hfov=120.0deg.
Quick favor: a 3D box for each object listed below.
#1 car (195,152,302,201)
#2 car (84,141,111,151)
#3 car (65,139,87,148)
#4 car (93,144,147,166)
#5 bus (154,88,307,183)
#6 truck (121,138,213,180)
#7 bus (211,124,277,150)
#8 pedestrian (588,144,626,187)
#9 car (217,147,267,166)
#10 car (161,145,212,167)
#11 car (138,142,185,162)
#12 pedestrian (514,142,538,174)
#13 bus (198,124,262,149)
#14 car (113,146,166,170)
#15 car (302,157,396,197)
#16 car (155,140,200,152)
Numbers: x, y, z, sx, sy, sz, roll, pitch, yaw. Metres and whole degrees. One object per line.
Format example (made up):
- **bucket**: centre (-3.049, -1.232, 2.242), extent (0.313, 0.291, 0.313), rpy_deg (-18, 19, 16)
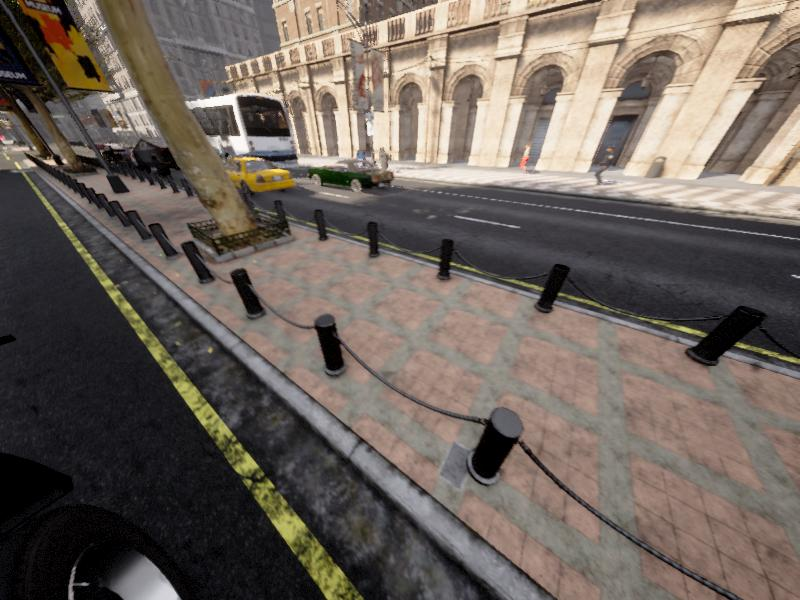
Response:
- **car**: centre (-7.389, -6.140, 11.187), extent (5.366, 1.575, 1.801), rpy_deg (22, 41, 28)
- **car**: centre (-54.265, -27.610, 41.444), extent (4.181, 1.385, 1.994), rpy_deg (22, 41, 28)
- **car**: centre (-72.971, -35.341, 52.020), extent (5.238, 1.638, 1.930), rpy_deg (22, 41, 28)
- **car**: centre (-27.350, -14.241, 22.576), extent (4.902, 1.511, 2.128), rpy_deg (22, 41, 28)
- **bus**: centre (-12.020, -11.487, 16.422), extent (10.273, 4.253, 3.944), rpy_deg (22, 41, 28)
- **truck**: centre (-16.162, -9.924, 16.035), extent (6.274, 2.098, 2.390), rpy_deg (22, 41, 28)
- **bus**: centre (-32.848, -34.829, 49.370), extent (3.944, 4.253, 10.273), rpy_deg (22, 41, 28)
- **pedestrian**: centre (10.644, -6.977, 11.978), extent (0.751, 1.860, 0.751), rpy_deg (19, 39, 24)
- **car**: centre (-15.466, -14.063, 22.601), extent (4.718, 1.301, 1.895), rpy_deg (22, 41, 28)
- **car**: centre (-20.455, -13.888, 22.148), extent (4.892, 1.490, 1.837), rpy_deg (22, 41, 28)
- **car**: centre (-26.294, -16.323, 25.437), extent (4.856, 1.649, 2.033), rpy_deg (22, 41, 28)
- **pedestrian**: centre (8.739, -9.869, 16.066), extent (0.751, 1.860, 0.751), rpy_deg (27, 43, 32)
- **bus**: centre (-38.278, -37.171, 52.645), extent (3.944, 4.253, 10.273), rpy_deg (22, 40, 28)
- **car**: centre (-21.994, -12.068, 19.522), extent (3.633, 1.501, 1.845), rpy_deg (22, 41, 28)
- **car**: centre (-2.684, -6.567, 12.081), extent (4.718, 1.301, 1.895), rpy_deg (22, 41, 28)
- **car**: centre (-39.990, -27.821, 41.677), extent (1.801, 1.575, 5.366), rpy_deg (24, 41, 30)
